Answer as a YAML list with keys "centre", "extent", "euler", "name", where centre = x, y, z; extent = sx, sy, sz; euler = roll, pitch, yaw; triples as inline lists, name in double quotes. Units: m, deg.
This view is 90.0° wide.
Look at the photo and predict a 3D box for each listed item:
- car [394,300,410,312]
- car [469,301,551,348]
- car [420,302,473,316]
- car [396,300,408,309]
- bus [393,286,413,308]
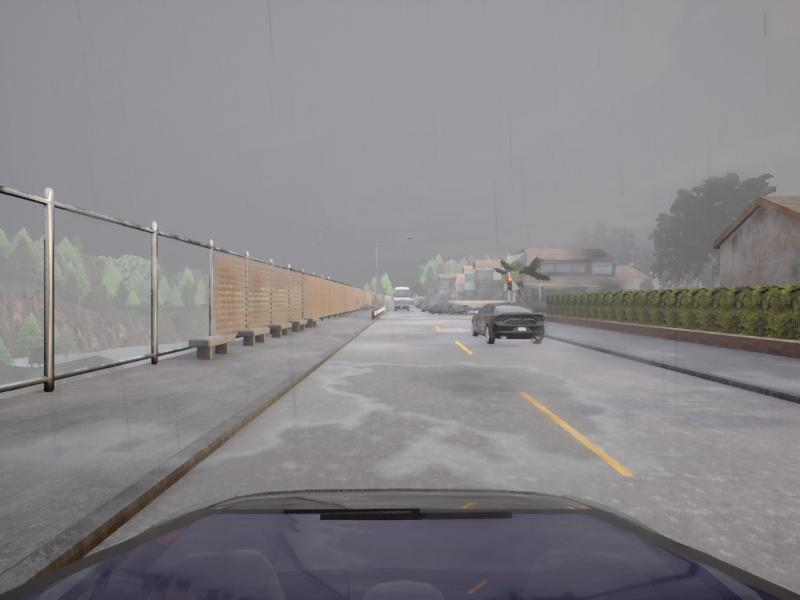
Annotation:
- centre: [0.314, 0.781, 57.989]
  extent: [2.152, 1.651, 5.027]
  euler: [0, 0, 2]
  name: "car"
- centre: [4.085, 0.823, 15.817]
  extent: [1.882, 1.535, 5.008]
  euler: [0, 0, 0]
  name: "car"
- centre: [4.887, 0.894, 42.512]
  extent: [5.357, 1.411, 2.033]
  euler: [0, 0, 39]
  name: "car"
- centre: [0.375, 0.824, 72.797]
  extent: [2.242, 1.667, 4.611]
  euler: [0, 0, 0]
  name: "car"
- centre: [0.551, -0.539, 83.810]
  extent: [3.944, 4.253, 10.273]
  euler: [0, 0, 0]
  name: "bus"
